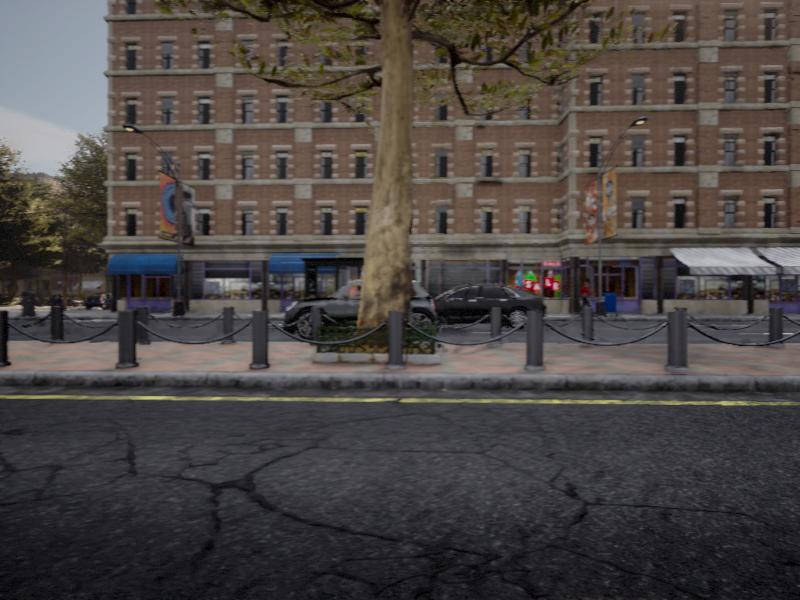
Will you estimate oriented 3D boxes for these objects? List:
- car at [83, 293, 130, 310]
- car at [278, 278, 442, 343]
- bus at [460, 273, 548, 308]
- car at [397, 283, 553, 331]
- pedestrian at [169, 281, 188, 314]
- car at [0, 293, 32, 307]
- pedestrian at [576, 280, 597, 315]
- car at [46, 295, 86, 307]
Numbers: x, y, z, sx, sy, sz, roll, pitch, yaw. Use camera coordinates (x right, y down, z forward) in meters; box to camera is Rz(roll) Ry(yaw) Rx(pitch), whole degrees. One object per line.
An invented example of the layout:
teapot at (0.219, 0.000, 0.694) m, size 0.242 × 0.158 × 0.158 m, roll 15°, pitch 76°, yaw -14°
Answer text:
car at (-29.834, 0.126, 40.831) m, size 1.851 × 1.617 × 3.988 m, roll 0°, pitch 0°, yaw 1°
car at (-0.905, 0.237, 10.202) m, size 3.806 × 1.475 × 1.970 m, roll 0°, pitch 0°, yaw 2°
bus at (13.145, -1.204, 51.422) m, size 10.273 × 4.253 × 3.944 m, roll 0°, pitch 0°, yaw 2°
car at (2.390, 0.224, 13.587) m, size 4.892 × 1.490 × 1.837 m, roll 0°, pitch 0°, yaw 2°
pedestrian at (-12.933, -0.151, 23.343) m, size 0.751 × 1.860 × 0.751 m, roll 0°, pitch 0°, yaw -7°
car at (-52.419, -0.036, 53.495) m, size 4.605 × 1.855 × 1.932 m, roll 0°, pitch 0°, yaw 2°
pedestrian at (9.988, -0.144, 21.465) m, size 0.751 × 1.860 × 0.751 m, roll 0°, pitch 0°, yaw -1°
car at (-44.224, 0.124, 53.051) m, size 3.988 × 1.617 × 1.851 m, roll 0°, pitch 0°, yaw 8°
